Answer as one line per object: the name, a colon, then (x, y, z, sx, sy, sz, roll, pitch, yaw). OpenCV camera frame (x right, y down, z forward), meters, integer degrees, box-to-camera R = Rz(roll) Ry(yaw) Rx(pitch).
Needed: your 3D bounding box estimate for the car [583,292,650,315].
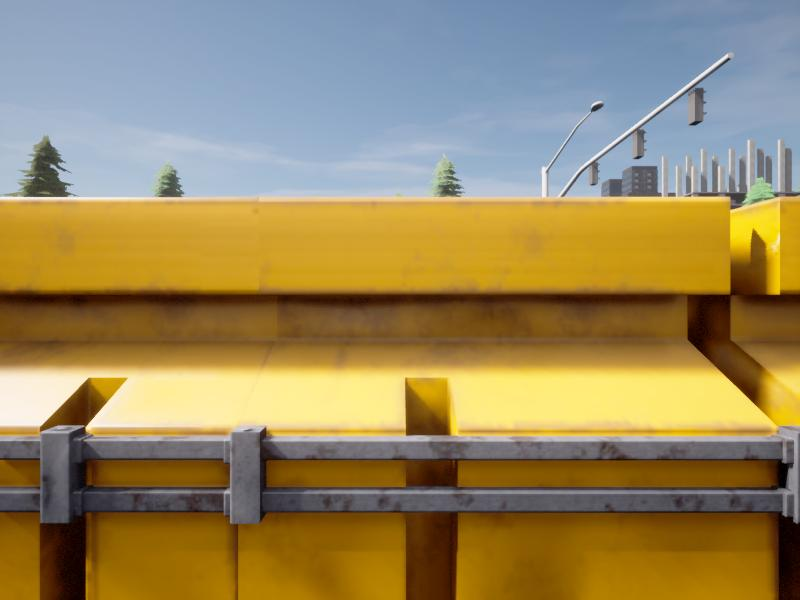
car: (14.937, 0.233, 27.992, 2.128, 1.511, 4.902, 0, 0, 2)

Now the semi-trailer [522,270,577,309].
semi-trailer: (19.390, -1.222, 53.129, 2.717, 4.402, 14.254, 0, 0, 3)

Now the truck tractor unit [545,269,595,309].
truck tractor unit: (19.007, -1.126, 45.224, 3.053, 4.208, 6.516, 0, 0, 2)

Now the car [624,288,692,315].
car: (18.474, 0.091, 28.975, 2.097, 1.767, 4.553, 0, 0, 2)
